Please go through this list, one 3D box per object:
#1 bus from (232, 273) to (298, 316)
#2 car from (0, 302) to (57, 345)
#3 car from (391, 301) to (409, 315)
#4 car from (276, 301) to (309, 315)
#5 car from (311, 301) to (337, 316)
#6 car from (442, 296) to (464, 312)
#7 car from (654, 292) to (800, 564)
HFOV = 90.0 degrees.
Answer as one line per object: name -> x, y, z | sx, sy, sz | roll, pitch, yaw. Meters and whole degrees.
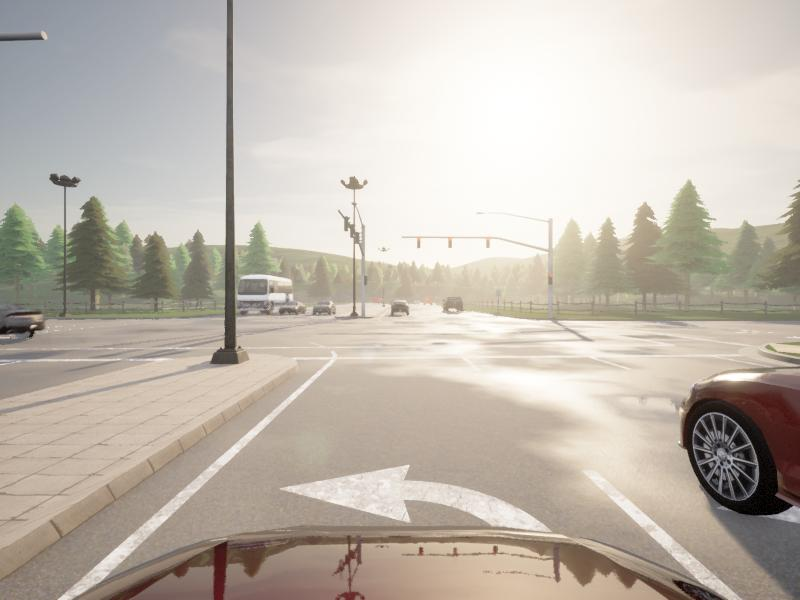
bus -> -14.869, -0.573, 45.259 | 3.944, 4.253, 10.273 | 0, 0, 0
car -> -16.363, 0.822, 15.155 | 4.902, 1.511, 2.128 | 0, 0, -1
car -> 0.025, 0.806, 43.447 | 1.837, 1.490, 4.892 | 0, 0, 0
car -> -11.492, 0.857, 43.184 | 2.033, 1.411, 5.357 | 0, 0, 0
car -> -7.991, 0.807, 42.501 | 1.837, 1.490, 4.892 | 0, 0, 0
car -> 7.013, 0.522, 53.349 | 2.150, 2.045, 5.566 | 0, 0, 1
car -> 3.500, 0.779, 1.307 | 2.152, 1.651, 5.027 | 0, 0, 0
